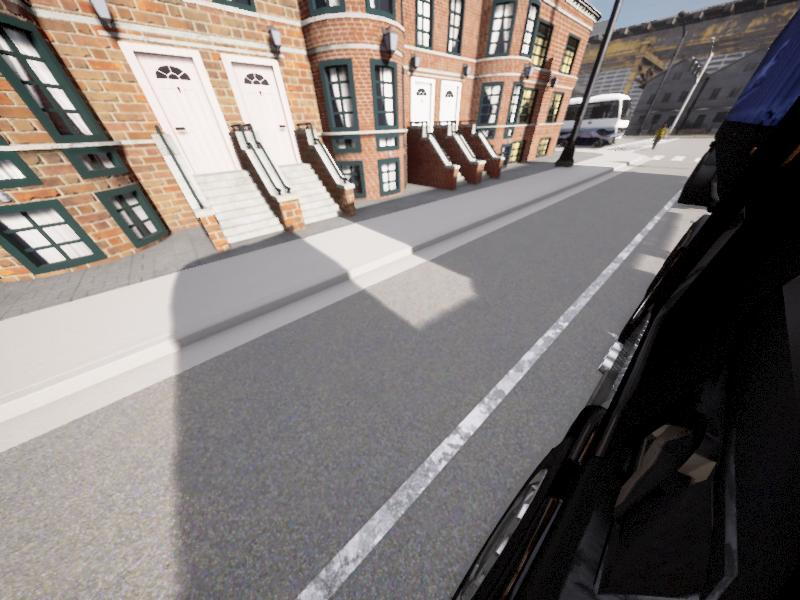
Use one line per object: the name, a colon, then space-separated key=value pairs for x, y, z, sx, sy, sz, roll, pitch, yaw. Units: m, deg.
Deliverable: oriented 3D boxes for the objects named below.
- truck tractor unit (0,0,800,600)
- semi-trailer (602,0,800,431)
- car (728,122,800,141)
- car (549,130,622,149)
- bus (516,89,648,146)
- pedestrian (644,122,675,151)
truck tractor unit: x=2.645 y=-0.295 z=0.352 sx=6.516 sy=4.208 sz=3.053 roll=-28 pitch=44 yaw=-30
semi-trailer: x=8.485 y=-3.722 z=4.456 sx=14.254 sy=4.402 sz=2.717 roll=-30 pitch=45 yaw=-32
car: x=37.320 y=-16.681 z=22.924 sx=2.033 sy=1.411 sz=5.357 roll=-28 pitch=44 yaw=-30
car: x=18.684 y=-16.434 z=23.594 sx=2.033 sy=1.411 sz=5.357 roll=-28 pitch=44 yaw=-31
bus: x=19.681 y=-20.218 z=26.253 sx=3.944 sy=4.253 sz=10.273 roll=-28 pitch=43 yaw=-30
pedestrian: x=20.719 y=-13.023 z=18.452 sx=0.751 sy=1.860 sz=0.751 roll=-20 pitch=40 yaw=-22
